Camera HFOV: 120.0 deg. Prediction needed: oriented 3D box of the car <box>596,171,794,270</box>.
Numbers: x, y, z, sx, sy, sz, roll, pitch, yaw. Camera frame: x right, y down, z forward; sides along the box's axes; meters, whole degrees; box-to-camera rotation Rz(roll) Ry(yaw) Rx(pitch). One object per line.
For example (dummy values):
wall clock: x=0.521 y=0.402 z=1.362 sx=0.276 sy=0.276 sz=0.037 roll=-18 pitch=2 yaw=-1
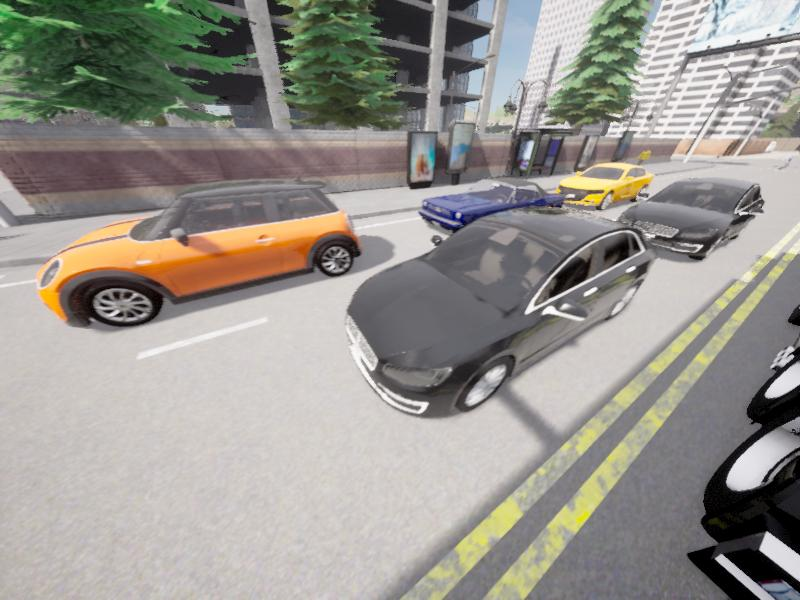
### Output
car: x=7.910 y=-2.397 z=6.223 sx=4.892 sy=1.490 sz=1.837 roll=-18 pitch=39 yaw=-24

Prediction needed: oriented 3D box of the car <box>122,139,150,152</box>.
car: x=-48.764 y=-28.634 z=42.745 sx=1.932 sy=1.855 sz=4.605 roll=-18 pitch=39 yaw=-25

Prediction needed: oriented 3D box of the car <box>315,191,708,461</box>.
car: x=1.667 y=-0.365 z=3.246 sx=4.892 sy=1.490 sz=1.837 roll=-18 pitch=39 yaw=-25

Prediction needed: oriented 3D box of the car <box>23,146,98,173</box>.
car: x=-27.600 y=-11.681 z=19.026 sx=1.851 sy=1.617 sz=3.988 roll=-18 pitch=39 yaw=-25

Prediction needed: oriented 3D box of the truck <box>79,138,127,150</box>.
truck: x=-67.825 y=-35.804 z=52.956 sx=2.390 sy=2.098 sz=6.274 roll=29 pitch=44 yaw=35

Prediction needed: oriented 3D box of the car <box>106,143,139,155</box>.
car: x=-44.799 y=-24.518 z=37.371 sx=2.007 sy=1.525 sz=4.514 roll=-18 pitch=39 yaw=-25

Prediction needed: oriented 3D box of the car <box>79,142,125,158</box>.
car: x=-40.896 y=-20.739 z=31.896 sx=2.152 sy=1.651 sz=5.027 roll=-18 pitch=39 yaw=-25

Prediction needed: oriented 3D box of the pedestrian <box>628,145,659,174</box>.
pedestrian: x=18.845 y=-10.923 z=17.945 sx=0.751 sy=1.860 sz=0.751 roll=-16 pitch=38 yaw=-22

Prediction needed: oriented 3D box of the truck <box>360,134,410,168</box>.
truck: x=-1.540 y=-14.558 z=22.468 sx=2.615 sy=2.467 sz=5.204 roll=-18 pitch=39 yaw=-24

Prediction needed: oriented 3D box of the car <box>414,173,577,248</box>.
car: x=2.957 y=-3.014 z=7.236 sx=4.718 sy=1.301 sz=1.895 roll=-18 pitch=39 yaw=-24

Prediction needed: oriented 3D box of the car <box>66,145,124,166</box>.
car: x=-30.941 y=-14.914 z=23.699 sx=1.882 sy=1.535 sz=5.008 roll=-18 pitch=39 yaw=-25

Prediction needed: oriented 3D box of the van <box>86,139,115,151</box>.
van: x=-59.188 y=-30.749 z=45.782 sx=1.775 sy=1.987 sz=4.442 roll=-18 pitch=39 yaw=-25

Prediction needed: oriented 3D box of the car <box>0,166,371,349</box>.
car: x=-3.107 y=-1.246 z=4.203 sx=4.553 sy=1.767 sz=2.097 roll=-18 pitch=39 yaw=-24

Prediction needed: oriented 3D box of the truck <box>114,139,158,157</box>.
truck: x=-38.278 y=-22.327 z=33.786 sx=2.390 sy=2.098 sz=6.274 roll=-18 pitch=39 yaw=-25

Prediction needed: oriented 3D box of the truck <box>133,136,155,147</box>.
truck: x=-75.937 y=-47.088 z=68.667 sx=2.627 sy=2.467 sz=5.204 roll=-18 pitch=39 yaw=-25

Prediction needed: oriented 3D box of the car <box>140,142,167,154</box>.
car: x=-42.843 y=-26.604 z=40.287 sx=1.930 sy=1.638 sz=5.238 roll=-18 pitch=39 yaw=-25

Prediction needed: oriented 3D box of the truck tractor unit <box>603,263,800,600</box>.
truck tractor unit: x=5.113 y=-0.294 z=0.801 sx=6.516 sy=4.208 sz=3.053 roll=-18 pitch=39 yaw=-25

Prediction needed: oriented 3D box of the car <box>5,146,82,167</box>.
car: x=-33.987 y=-13.935 z=22.286 sx=2.128 sy=1.511 sz=4.902 roll=-18 pitch=39 yaw=-25

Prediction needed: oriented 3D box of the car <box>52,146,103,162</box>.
car: x=-37.245 y=-17.063 z=26.873 sx=1.994 sy=1.385 sz=4.181 roll=-18 pitch=39 yaw=-25

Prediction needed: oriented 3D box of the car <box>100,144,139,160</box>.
car: x=-34.356 y=-18.268 z=28.470 sx=1.789 sy=1.549 sz=3.705 roll=-18 pitch=39 yaw=-25

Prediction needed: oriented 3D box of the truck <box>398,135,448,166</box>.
truck: x=2.191 y=-15.776 z=24.253 sx=2.615 sy=2.467 sz=5.204 roll=-18 pitch=39 yaw=-24

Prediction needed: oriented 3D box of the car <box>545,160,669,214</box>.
car: x=8.962 y=-5.065 z=10.027 sx=5.008 sy=1.535 sz=1.882 roll=-18 pitch=39 yaw=-24
